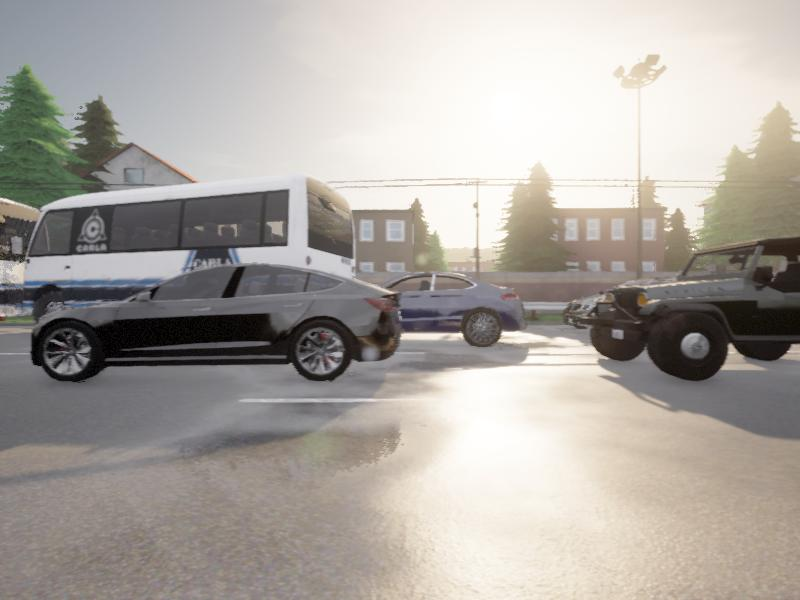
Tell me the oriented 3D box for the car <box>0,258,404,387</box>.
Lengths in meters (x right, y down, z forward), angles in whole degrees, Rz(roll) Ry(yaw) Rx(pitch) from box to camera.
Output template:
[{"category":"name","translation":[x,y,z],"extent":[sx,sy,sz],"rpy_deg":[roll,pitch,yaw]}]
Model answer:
[{"category":"car","translation":[-2.354,0.257,5.699],"extent":[4.792,1.488,2.163],"rpy_deg":[0,0,0]}]

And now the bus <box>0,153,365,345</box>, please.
[{"category":"bus","translation":[-6.607,-1.119,12.227],"extent":[10.273,4.253,3.944],"rpy_deg":[0,-1,17]}]

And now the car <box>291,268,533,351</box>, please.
[{"category":"car","translation":[0.282,0.182,9.345],"extent":[5.027,1.651,2.152],"rpy_deg":[0,0,6]}]

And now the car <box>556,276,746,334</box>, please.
[{"category":"car","translation":[7.693,0.139,12.698],"extent":[4.611,1.667,2.242],"rpy_deg":[0,0,0]}]

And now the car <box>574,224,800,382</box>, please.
[{"category":"car","translation":[4.821,0.037,5.700],"extent":[3.866,1.878,1.905],"rpy_deg":[0,0,0]}]

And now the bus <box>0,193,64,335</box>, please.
[{"category":"bus","translation":[-17.169,-1.096,12.345],"extent":[10.273,4.253,3.944],"rpy_deg":[0,0,0]}]
